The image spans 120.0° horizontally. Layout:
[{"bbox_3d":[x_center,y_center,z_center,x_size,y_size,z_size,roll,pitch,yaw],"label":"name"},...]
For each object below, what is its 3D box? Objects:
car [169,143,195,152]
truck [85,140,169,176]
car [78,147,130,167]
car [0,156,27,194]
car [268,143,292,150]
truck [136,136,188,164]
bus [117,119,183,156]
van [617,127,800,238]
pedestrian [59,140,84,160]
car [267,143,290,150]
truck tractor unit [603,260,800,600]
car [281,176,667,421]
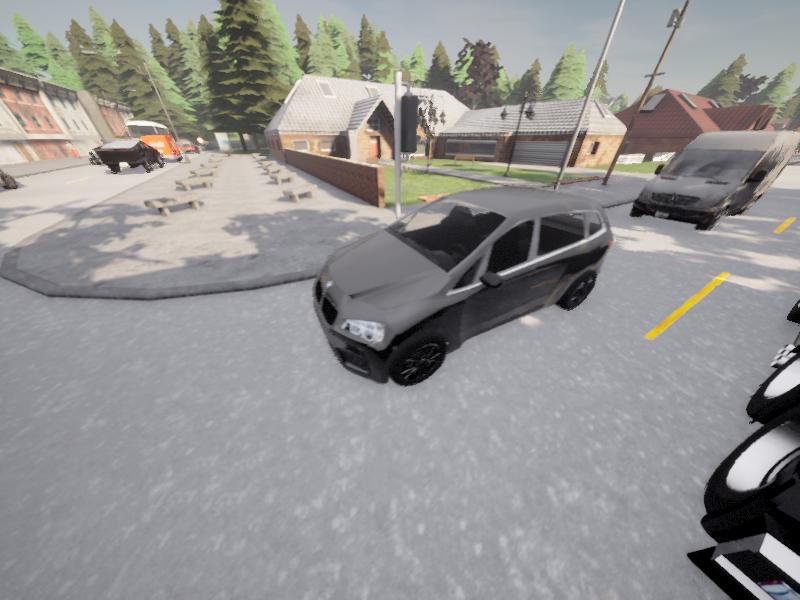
[{"bbox_3d":[-47.824,-33.537,50.831,1.801,1.575,5.366,-8,36,-11],"label":"car"},{"bbox_3d":[-21.666,-11.727,18.837,2.390,2.098,6.274,-18,39,-24],"label":"truck"},{"bbox_3d":[-28.923,-14.158,22.767,1.845,1.501,3.633,-18,39,-25],"label":"car"},{"bbox_3d":[-20.235,-5.544,10.390,1.851,1.617,3.988,-18,39,-24],"label":"car"},{"bbox_3d":[-33.703,-43.265,64.926,5.366,1.575,1.801,-18,39,-25],"label":"car"},{"bbox_3d":[-27.496,-17.686,27.037,2.627,2.467,5.204,-18,39,-24],"label":"truck"},{"bbox_3d":[-39.392,-25.899,37.188,3.944,4.253,10.273,-18,37,-24],"label":"bus"},{"bbox_3d":[10.671,-4.144,7.825,5.915,2.561,1.988,-17,38,-24],"label":"van"},{"bbox_3d":[-38.815,-17.741,27.318,0.751,1.860,0.751,-20,40,-26],"label":"pedestrian"},{"bbox_3d":[-32.408,-41.006,61.778,4.902,1.511,2.128,-18,39,-25],"label":"car"},{"bbox_3d":[5.100,-0.313,0.789,6.516,4.208,3.053,-19,39,-24],"label":"truck tractor unit"},{"bbox_3d":[1.043,-0.672,3.511,4.611,1.667,2.242,-17,38,-23],"label":"car"}]
